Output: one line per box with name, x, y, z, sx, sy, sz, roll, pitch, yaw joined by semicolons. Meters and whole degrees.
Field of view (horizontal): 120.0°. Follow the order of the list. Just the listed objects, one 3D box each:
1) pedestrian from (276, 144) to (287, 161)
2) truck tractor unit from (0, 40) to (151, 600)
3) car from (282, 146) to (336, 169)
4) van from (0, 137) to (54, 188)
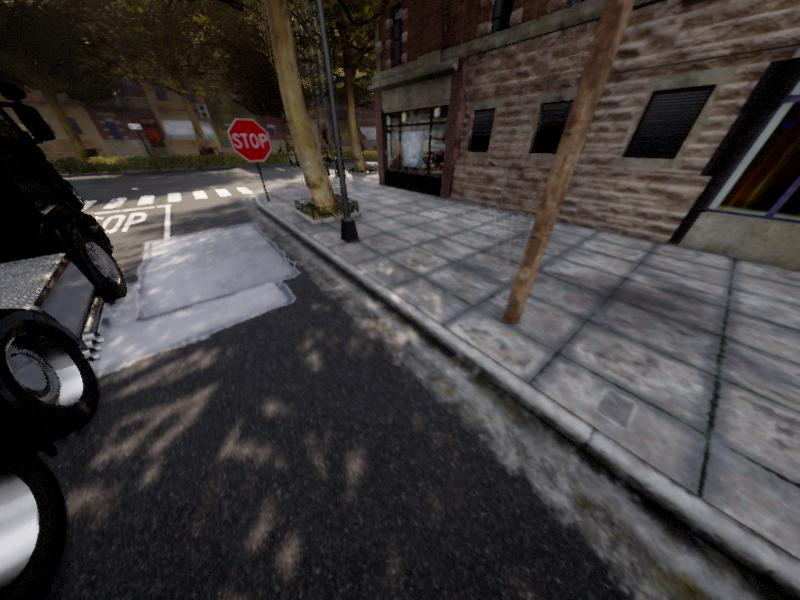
pedestrian;-15.689;-19.551;30.587;0.751;1.860;0.751;-24;41;-31
truck tractor unit;-4.701;-0.580;1.199;3.053;4.208;6.516;-26;42;-32
car;-9.384;-14.917;24.131;4.605;1.855;1.932;-24;41;-31
van;-25.806;-7.789;13.202;5.915;2.561;1.988;-24;41;-31
